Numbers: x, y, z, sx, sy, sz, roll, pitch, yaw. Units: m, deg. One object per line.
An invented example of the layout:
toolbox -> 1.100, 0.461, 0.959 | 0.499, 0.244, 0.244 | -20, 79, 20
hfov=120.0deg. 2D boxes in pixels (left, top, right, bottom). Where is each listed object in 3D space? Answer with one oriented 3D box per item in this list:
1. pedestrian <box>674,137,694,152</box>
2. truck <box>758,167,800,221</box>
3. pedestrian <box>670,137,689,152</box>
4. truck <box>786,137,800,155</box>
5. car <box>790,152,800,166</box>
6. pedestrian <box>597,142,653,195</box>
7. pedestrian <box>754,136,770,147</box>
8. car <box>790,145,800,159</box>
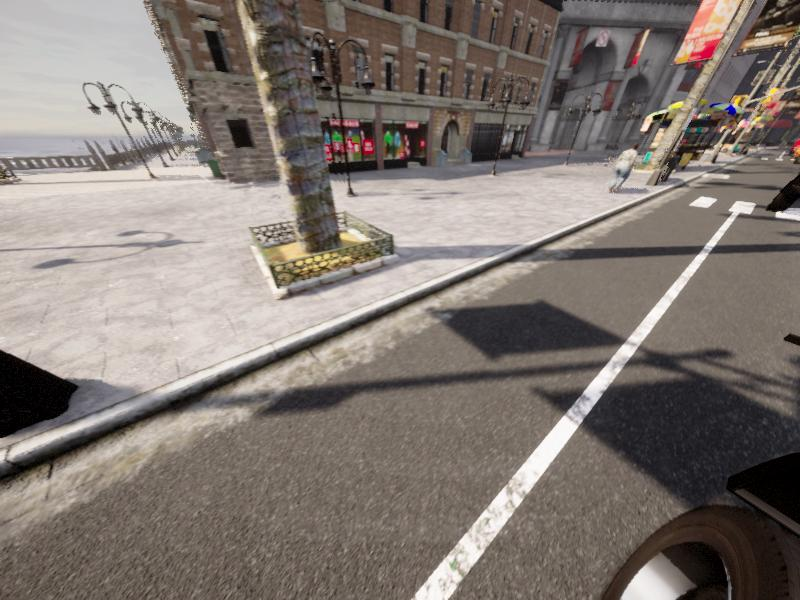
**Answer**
pedestrian -> 41.564, -22.729, 33.818 | 0.751, 1.860, 0.751 | 3, 35, 4
truck -> 15.668, -4.200, 7.902 | 6.274, 2.098, 2.390 | -20, 40, -26
pedestrian -> 41.677, -23.204, 34.495 | 0.751, 1.860, 0.751 | 5, 36, 8
truck -> 57.506, -22.323, 31.729 | 8.468, 3.827, 2.891 | -22, 41, -28
car -> 37.122, -12.957, 20.602 | 3.705, 1.549, 1.789 | -22, 41, -28
pedestrian -> 9.441, -5.568, 9.782 | 0.751, 1.860, 0.751 | -11, 37, -15
pedestrian -> 75.267, -32.941, 48.008 | 0.751, 1.860, 0.751 | -12, 37, -16
car -> 47.763, -17.472, 26.700 | 4.553, 1.767, 2.097 | -23, 41, -28
